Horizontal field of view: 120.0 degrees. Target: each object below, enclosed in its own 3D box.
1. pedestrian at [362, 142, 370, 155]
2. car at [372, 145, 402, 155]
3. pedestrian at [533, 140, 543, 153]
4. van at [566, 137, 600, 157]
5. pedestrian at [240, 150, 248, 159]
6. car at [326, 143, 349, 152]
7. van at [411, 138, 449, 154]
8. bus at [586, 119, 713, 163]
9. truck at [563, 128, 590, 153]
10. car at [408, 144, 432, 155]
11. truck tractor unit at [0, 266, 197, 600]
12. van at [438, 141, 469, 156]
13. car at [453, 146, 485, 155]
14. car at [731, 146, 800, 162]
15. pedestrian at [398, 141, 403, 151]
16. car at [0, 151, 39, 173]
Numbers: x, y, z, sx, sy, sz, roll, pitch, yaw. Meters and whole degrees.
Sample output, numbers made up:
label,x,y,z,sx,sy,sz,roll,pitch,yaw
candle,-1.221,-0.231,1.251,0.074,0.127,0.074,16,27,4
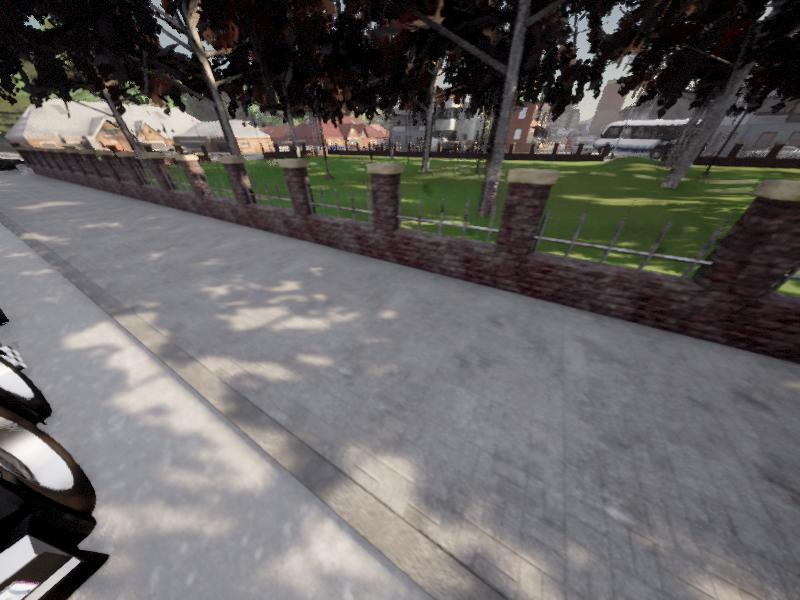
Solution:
label,x,y,z,sx,sy,sz,roll,pitch,yaw
pedestrian,-5.790,-25.928,39.433,0.751,1.860,0.751,18,39,24
car,-2.415,-28.155,43.232,5.357,1.411,2.033,19,39,25
pedestrian,23.915,-26.601,40.112,0.751,1.860,0.751,29,44,35
van,27.819,-23.523,35.397,2.351,2.431,6.366,14,37,19
pedestrian,-21.559,-20.135,31.922,0.500,1.100,0.500,18,39,24
car,-13.828,-34.053,51.680,1.882,1.535,5.008,18,39,24
van,5.502,-28.597,42.891,6.366,2.431,2.351,18,39,24
bus,32.126,-21.285,30.718,10.273,4.253,3.944,28,46,33
truck,35.561,-32.429,46.896,2.891,3.827,8.468,18,39,24
car,3.450,-26.162,40.197,3.633,1.501,1.845,17,38,23
truck tractor unit,-5.117,-0.294,0.777,6.516,4.208,3.053,18,39,24
van,8.627,-24.631,37.553,4.442,1.987,1.775,17,38,23
car,11.869,-25.846,39.872,4.718,1.301,1.895,20,40,27
car,41.831,-16.497,26.044,4.674,1.442,1.812,18,39,24
pedestrian,0.045,-32.740,49.146,0.751,1.860,0.751,29,44,35
car,-35.714,-11.686,19.761,1.882,1.535,5.008,-1,35,1
